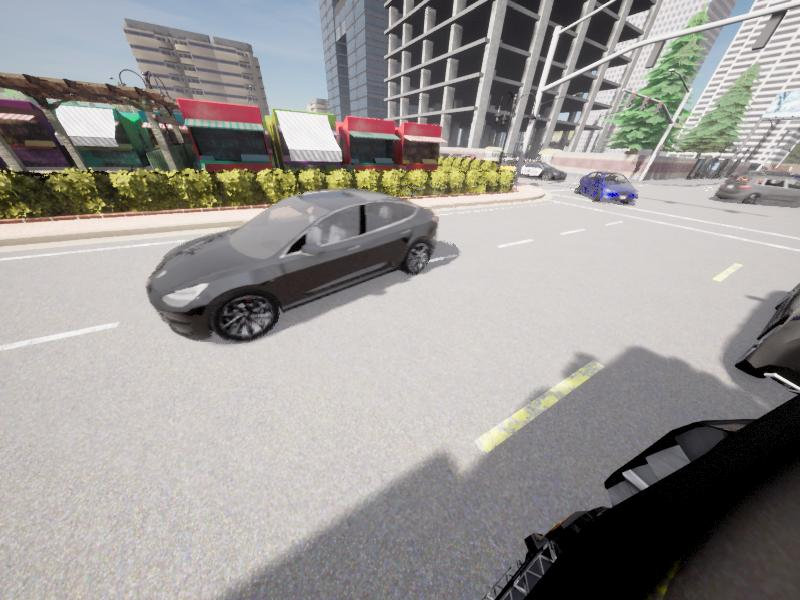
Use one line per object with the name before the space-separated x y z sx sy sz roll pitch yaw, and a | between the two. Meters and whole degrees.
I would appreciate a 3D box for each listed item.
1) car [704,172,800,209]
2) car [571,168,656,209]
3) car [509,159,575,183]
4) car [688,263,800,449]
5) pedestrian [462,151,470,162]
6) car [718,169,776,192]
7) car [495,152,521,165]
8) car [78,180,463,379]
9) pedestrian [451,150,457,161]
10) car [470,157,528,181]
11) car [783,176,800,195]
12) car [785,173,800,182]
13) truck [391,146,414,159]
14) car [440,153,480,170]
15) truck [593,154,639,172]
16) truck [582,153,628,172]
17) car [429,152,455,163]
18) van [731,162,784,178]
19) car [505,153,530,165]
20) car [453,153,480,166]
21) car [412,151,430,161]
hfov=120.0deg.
car | 24.243 -7.152 15.078 4.611 1.667 2.242 11 35 12
car | 12.197 -6.715 13.646 1.816 1.474 4.193 10 35 10
car | 13.638 -12.651 22.579 2.038 1.542 4.974 -16 38 -26
car | 6.039 0.332 2.552 4.902 1.511 2.128 -15 38 -25
pedestrian | 12.793 -27.937 44.928 0.751 1.860 0.751 -16 38 -27
car | 35.164 -12.199 23.435 4.553 1.767 2.097 -15 38 -25
car | 21.124 -27.826 45.455 1.905 1.878 3.866 -15 38 -25
car | -1.310 -1.064 4.111 4.792 1.488 2.163 -25 43 -35
pedestrian | 11.053 -29.644 47.364 0.751 1.860 0.751 -11 36 -20
car | 9.473 -12.933 22.677 1.882 1.535 5.008 -16 38 -26
car | 39.911 -11.156 22.504 4.892 1.490 1.837 -15 38 -25
car | 72.091 -22.114 41.679 4.718 1.301 1.895 -15 38 -25
truck | 0.514 -33.956 53.143 2.390 2.098 6.274 -16 38 -26
car | 7.865 -18.518 30.872 1.930 1.638 5.238 -16 38 -26
truck | 40.801 -26.064 43.858 2.615 2.467 5.204 -15 38 -25
truck | 37.046 -25.031 42.011 2.615 2.467 5.204 -15 38 -25
car | 7.668 -26.492 42.962 1.882 1.535 5.008 -16 38 -26
van | 81.931 -29.987 53.148 1.988 2.561 5.915 -15 38 -25
car | 23.687 -28.531 46.716 1.905 1.878 3.866 -15 38 -25
car | 10.933 -23.237 38.250 1.851 1.617 3.988 -16 38 -26
car | 4.334 -29.868 47.774 1.789 1.549 3.705 -16 38 -26
